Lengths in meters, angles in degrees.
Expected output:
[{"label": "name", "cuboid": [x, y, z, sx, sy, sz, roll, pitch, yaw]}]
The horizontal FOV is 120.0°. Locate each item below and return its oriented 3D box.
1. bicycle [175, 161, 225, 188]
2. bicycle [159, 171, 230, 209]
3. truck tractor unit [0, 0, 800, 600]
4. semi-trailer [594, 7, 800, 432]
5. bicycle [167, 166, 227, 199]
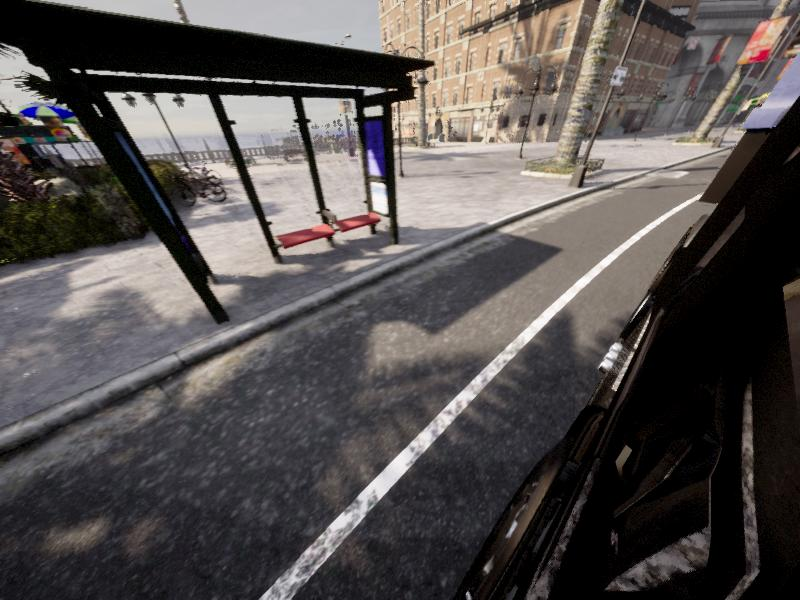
[{"label": "bicycle", "cuboid": [-10.265, -6.475, 11.932, 1.643, 1.024, 0.373, -23, 41, -25]}, {"label": "bicycle", "cuboid": [-7.474, -4.065, 8.511, 1.643, 1.024, 0.373, -23, 41, -25]}, {"label": "truck tractor unit", "cuboid": [2.645, -0.295, 0.351, 6.516, 4.208, 3.053, -28, 44, -30]}, {"label": "semi-trailer", "cuboid": [8.961, -3.395, 3.976, 14.254, 4.402, 2.717, -25, 42, -27]}, {"label": "bicycle", "cuboid": [-8.591, -5.029, 9.880, 1.643, 1.024, 0.373, -23, 41, -25]}]
